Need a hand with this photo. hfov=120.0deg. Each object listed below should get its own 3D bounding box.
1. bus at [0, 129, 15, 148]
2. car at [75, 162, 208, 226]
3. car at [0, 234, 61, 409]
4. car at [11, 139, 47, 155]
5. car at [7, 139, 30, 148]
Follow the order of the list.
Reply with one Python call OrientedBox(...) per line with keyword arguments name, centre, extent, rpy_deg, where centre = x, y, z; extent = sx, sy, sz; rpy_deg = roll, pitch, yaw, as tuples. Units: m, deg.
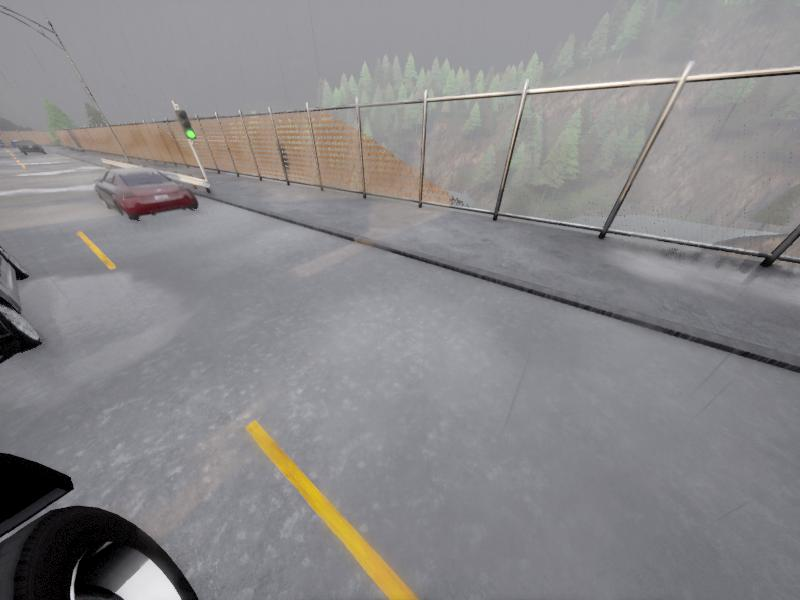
OrientedBox(name="bus", centre=(-91.082, -35.140, 49.519), extent=(10.273, 4.253, 3.944), rpy_deg=(8, 36, 11))
OrientedBox(name="car", centre=(-9.325, -4.003, 8.356), extent=(4.181, 1.385, 1.994), rpy_deg=(22, 41, 28))
OrientedBox(name="car", centre=(-6.539, -0.172, 2.718), extent=(5.238, 1.638, 1.930), rpy_deg=(22, 41, 28))
OrientedBox(name="car", centre=(-55.169, -22.800, 34.375), extent=(4.553, 1.767, 2.097), rpy_deg=(22, 41, 28))
OrientedBox(name="car", centre=(-84.667, -34.666, 51.256), extent=(5.008, 1.535, 1.882), rpy_deg=(20, 40, 26))
